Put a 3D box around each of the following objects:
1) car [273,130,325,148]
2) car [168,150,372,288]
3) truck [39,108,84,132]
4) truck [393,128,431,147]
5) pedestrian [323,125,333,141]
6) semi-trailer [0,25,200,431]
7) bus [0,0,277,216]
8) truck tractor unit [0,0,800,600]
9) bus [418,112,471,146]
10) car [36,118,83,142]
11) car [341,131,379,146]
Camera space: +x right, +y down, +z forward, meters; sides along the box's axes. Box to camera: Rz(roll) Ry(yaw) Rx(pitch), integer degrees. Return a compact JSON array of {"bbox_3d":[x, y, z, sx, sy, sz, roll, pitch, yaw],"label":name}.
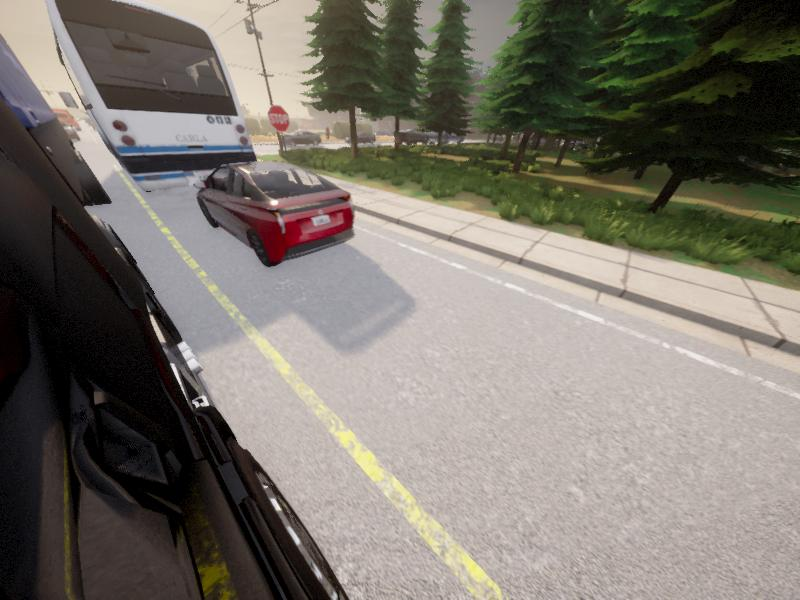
[{"bbox_3d":[-11.427,-18.503,26.482,2.128,1.511,4.902,28,43,30],"label":"car"},{"bbox_3d":[-2.924,-2.184,5.106,4.514,1.525,2.007,30,44,31],"label":"car"},{"bbox_3d":[-48.029,-25.630,32.906,5.204,2.467,2.627,30,45,32],"label":"truck"},{"bbox_3d":[1.948,-24.761,35.182,2.390,2.098,6.274,28,43,30],"label":"truck"},{"bbox_3d":[-10.719,-24.808,34.361,0.751,1.860,0.751,24,42,26],"label":"pedestrian"},{"bbox_3d":[-8.615,-3.657,4.312,14.254,4.402,2.717,29,44,31],"label":"semi-trailer"},{"bbox_3d":[-9.612,-6.985,8.840,10.273,4.253,3.944,30,45,32],"label":"bus"},{"bbox_3d":[-2.645,-0.295,0.351,6.516,4.208,3.053,28,44,30],"label":"truck tractor unit"},{"bbox_3d":[8.044,-29.956,40.710,3.944,4.253,10.273,28,43,30],"label":"bus"},{"bbox_3d":[-32.203,-16.173,21.948,3.988,1.617,1.851,30,45,31],"label":"car"},{"bbox_3d":[-5.486,-22.644,32.388,2.128,1.511,4.902,28,43,30],"label":"car"}]
